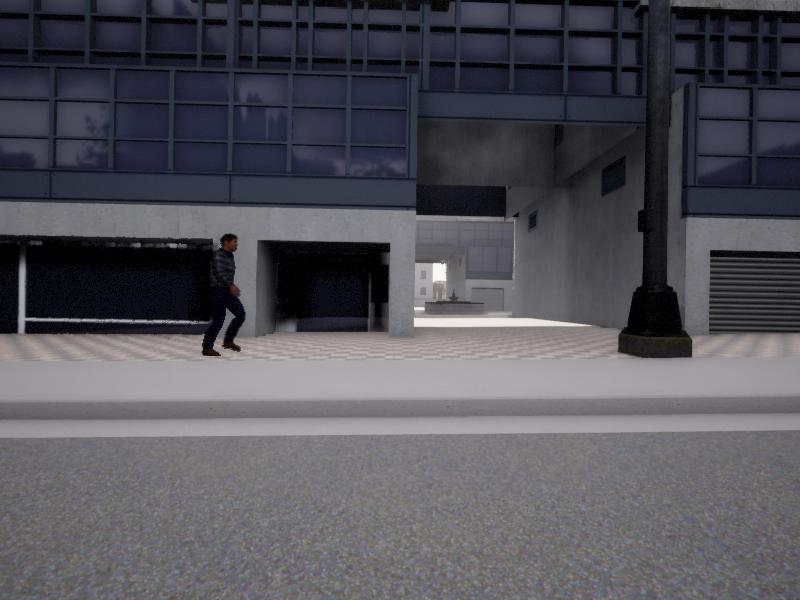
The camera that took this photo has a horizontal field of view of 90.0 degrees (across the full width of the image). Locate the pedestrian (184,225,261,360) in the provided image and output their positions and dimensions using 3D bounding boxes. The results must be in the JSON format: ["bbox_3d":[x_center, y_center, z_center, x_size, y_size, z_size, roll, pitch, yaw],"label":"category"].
[{"bbox_3d":[-2.577,-0.105,5.891,0.751,1.860,0.751,1,0,2],"label":"pedestrian"}]
